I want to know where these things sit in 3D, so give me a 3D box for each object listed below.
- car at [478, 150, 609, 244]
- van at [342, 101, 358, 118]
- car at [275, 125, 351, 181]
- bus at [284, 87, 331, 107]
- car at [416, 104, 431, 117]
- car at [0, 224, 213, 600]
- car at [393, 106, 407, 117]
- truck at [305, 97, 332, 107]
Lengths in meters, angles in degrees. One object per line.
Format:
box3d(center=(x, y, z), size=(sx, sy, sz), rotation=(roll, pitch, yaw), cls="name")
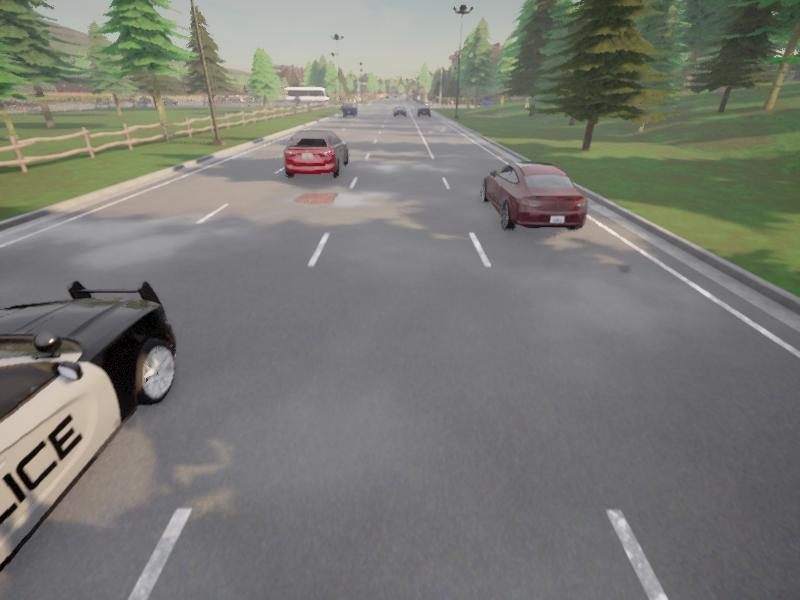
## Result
box3d(center=(3.497, -2.994, 10.848), size=(1.812, 1.442, 4.674), rotation=(0, 27, 0), cls="car")
box3d(center=(-6.994, -26.867, 56.390), size=(1.775, 1.987, 4.442), rotation=(0, 27, 0), cls="van")
box3d(center=(-3.502, -6.440, 17.206), size=(2.242, 1.667, 4.611), rotation=(0, 27, 0), cls="car")
box3d(center=(-22.575, -49.960, 98.481), size=(10.273, 4.253, 3.944), rotation=(0, 27, 0), cls="bus")
box3d(center=(3.506, -28.250, 59.552), size=(1.930, 1.638, 5.238), rotation=(0, 27, 0), cls="car")
box3d(center=(-3.503, 1.044, 2.741), size=(1.930, 1.638, 5.238), rotation=(0, 27, 0), cls="car")
box3d(center=(0.005, -28.212, 59.819), size=(1.895, 1.301, 4.718), rotation=(0, 27, 0), cls="car")
box3d(center=(-20.834, -50.539, 101.971), size=(6.274, 2.098, 2.390), rotation=(0, 27, 0), cls="truck")
